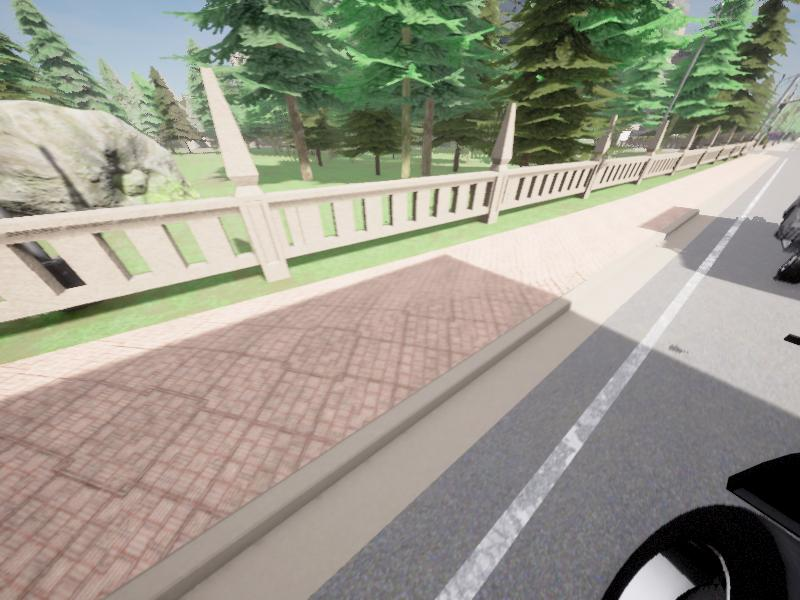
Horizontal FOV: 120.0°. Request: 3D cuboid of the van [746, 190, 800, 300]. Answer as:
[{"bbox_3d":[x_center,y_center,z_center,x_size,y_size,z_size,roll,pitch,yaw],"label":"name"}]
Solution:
[{"bbox_3d":[9.651,-1.779,4.259,6.366,2.431,2.351,-22,41,-28],"label":"van"}]
